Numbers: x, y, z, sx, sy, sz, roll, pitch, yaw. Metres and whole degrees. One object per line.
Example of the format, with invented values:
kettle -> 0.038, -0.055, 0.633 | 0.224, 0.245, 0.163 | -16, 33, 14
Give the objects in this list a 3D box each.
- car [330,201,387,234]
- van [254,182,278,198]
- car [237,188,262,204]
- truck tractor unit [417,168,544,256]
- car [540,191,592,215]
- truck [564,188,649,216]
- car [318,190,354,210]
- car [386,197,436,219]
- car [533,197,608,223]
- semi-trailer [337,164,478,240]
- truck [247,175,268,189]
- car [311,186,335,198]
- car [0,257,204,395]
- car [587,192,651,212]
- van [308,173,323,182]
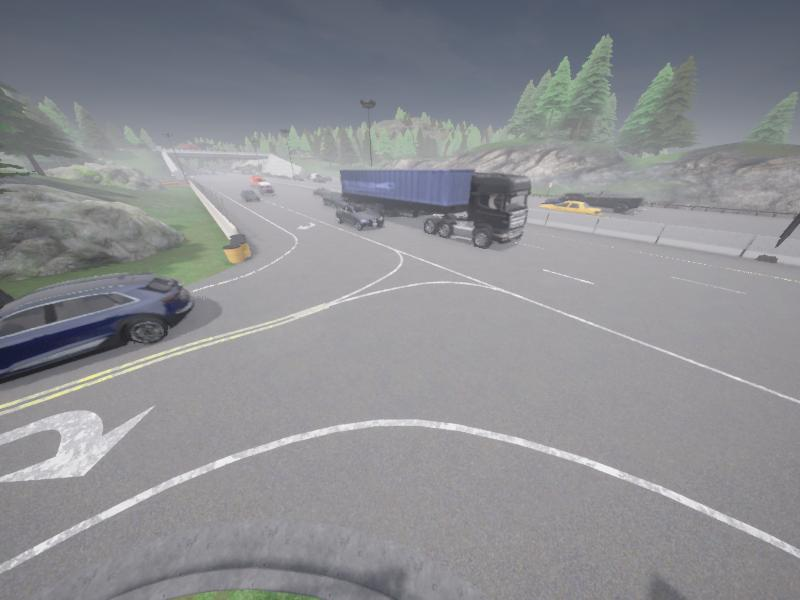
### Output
car -> -3.506, -6.959, 19.036 | 2.152, 1.651, 5.027 | -23, 37, -34
van -> -22.135, -18.222, 38.126 | 2.069, 2.038, 4.480 | -22, 37, -33
car -> -21.210, -14.668, 32.516 | 1.837, 1.490, 4.892 | -23, 37, -34
truck tractor unit -> 4.532, -6.038, 14.833 | 3.053, 4.208, 6.516 | -23, 37, -34
car -> 17.932, -10.660, 25.180 | 1.905, 1.878, 3.866 | -23, 37, -34
truck -> 22.293, -10.882, 25.356 | 2.390, 2.098, 6.274 | -23, 37, -34
car -> -7.905, -12.280, 28.248 | 2.033, 1.649, 4.856 | -23, 37, -34
car -> 0.962, -9.636, 23.902 | 2.033, 1.411, 5.357 | -23, 37, -34
car -> 16.211, -8.834, 22.324 | 1.801, 1.575, 5.366 | -23, 37, -34
semi-trailer -> -0.577, -9.148, 20.026 | 2.717, 4.402, 14.254 | -23, 37, -34
truck -> -33.284, -27.638, 54.006 | 2.627, 2.467, 5.204 | -23, 37, -34
car -> -12.733, -17.722, 37.933 | 1.994, 1.385, 4.181 | -23, 37, -34
car -> -8.181, 0.544, 5.610 | 4.856, 1.649, 2.033 | -23, 37, -33
car -> 25.413, -11.492, 27.000 | 2.128, 1.511, 4.902 | -23, 37, -34
van -> -28.219, -40.937, 76.972 | 1.988, 2.561, 5.915 | -23, 37, -34
